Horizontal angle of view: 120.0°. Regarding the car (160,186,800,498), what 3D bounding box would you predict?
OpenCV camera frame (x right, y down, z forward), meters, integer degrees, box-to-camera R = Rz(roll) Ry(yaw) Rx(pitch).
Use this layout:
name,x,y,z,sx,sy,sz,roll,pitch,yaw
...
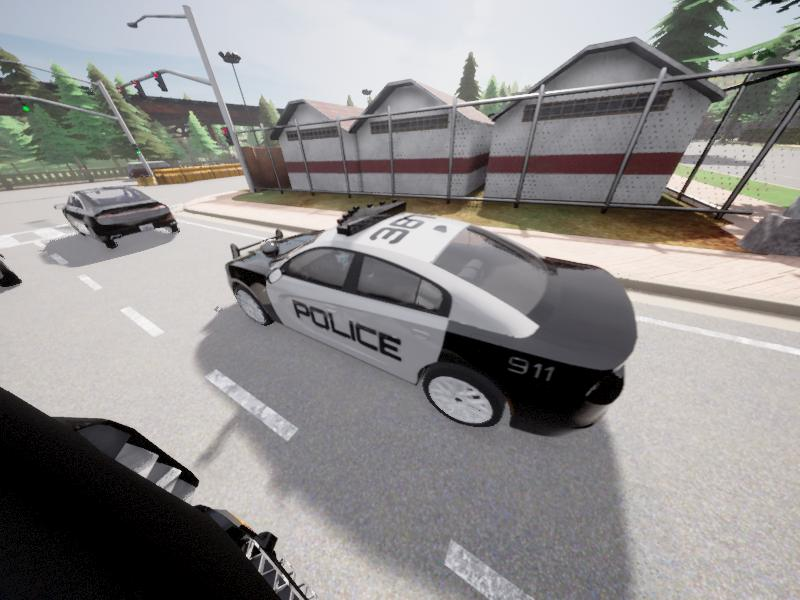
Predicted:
name,x,y,z,sx,sy,sz,roll,pitch,yaw
car,-0.385,-0.366,3.048,5.238,1.638,1.930,16,38,26

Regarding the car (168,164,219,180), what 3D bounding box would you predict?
name,x,y,z,sx,sy,sz,roll,pitch,yaw
car,-25.593,-16.000,28.813,1.994,1.385,4.181,15,37,24

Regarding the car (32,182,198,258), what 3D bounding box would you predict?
name,x,y,z,sx,sy,sz,roll,pitch,yaw
car,-9.517,-2.927,7.736,4.902,1.511,2.128,16,38,27

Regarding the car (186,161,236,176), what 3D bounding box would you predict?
name,x,y,z,sx,sy,sz,roll,pitch,yaw
car,-26.861,-18.810,33.016,2.128,1.511,4.902,15,37,24

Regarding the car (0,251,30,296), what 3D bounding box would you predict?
name,x,y,z,sx,sy,sz,roll,pitch,yaw
car,-10.456,-1.033,4.698,4.553,1.767,2.097,16,38,26

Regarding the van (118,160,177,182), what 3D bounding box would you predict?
name,x,y,z,sx,sy,sz,roll,pitch,yaw
van,-32.703,-16.866,30.112,1.775,1.987,4.442,15,37,24
